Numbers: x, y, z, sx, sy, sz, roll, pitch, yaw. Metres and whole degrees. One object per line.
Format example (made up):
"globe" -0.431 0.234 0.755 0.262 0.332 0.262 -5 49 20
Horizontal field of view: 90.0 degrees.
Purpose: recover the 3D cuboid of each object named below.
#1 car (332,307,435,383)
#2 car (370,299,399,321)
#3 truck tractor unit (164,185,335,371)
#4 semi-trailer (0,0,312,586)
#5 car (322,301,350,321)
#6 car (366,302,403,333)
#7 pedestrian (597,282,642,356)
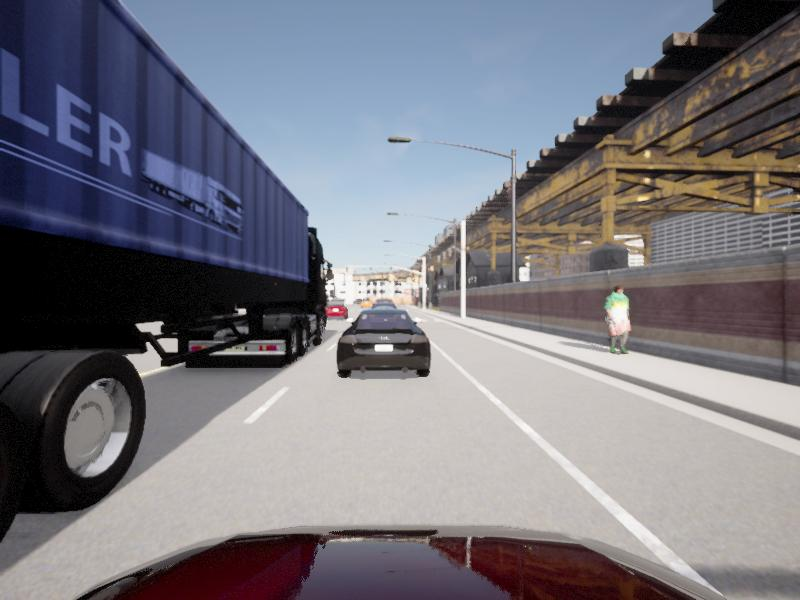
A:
"car" -0.391 0.906 9.822 1.994 1.385 4.181 0 0 -2
"car" -1.311 0.751 33.268 2.242 1.667 4.611 0 0 -2
"truck tractor unit" -3.952 -0.523 12.387 3.053 4.208 6.516 0 0 -2
"semi-trailer" -3.656 -0.615 4.481 2.717 4.402 14.254 0 0 -2
"car" -5.467 0.846 33.533 2.163 1.488 4.792 0 0 -11
"car" -0.861 0.866 21.802 1.812 1.442 4.674 0 0 -2
"pedestrian" 5.713 0.483 10.434 0.751 1.860 0.751 0 0 -2
